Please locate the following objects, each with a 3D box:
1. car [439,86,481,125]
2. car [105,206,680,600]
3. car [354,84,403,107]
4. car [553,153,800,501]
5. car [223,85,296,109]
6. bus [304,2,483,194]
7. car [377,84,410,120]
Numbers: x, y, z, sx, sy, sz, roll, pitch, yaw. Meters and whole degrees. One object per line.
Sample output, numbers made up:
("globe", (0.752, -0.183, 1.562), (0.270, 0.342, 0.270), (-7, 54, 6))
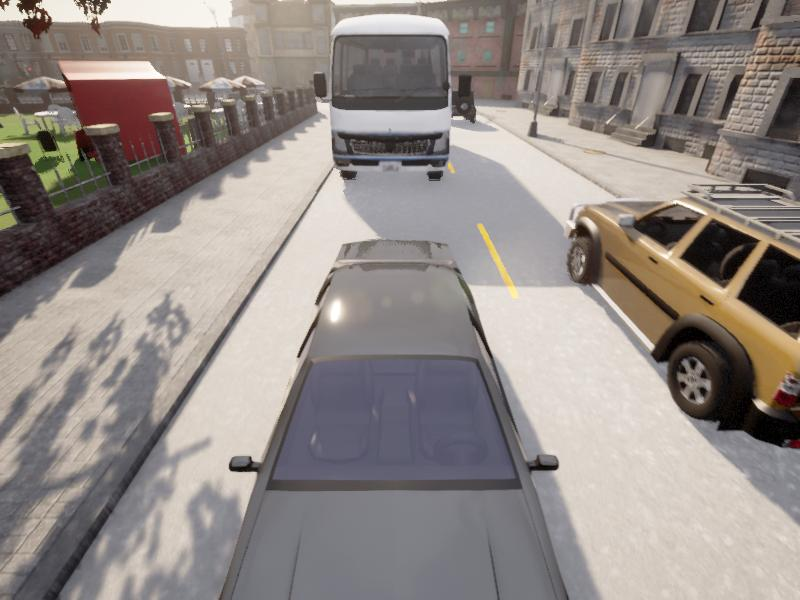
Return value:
("car", (3.639, -12.280, 25.126), (1.905, 1.878, 3.866), (-1, 30, -1))
("car", (-0.042, 0.688, 3.450), (2.033, 1.411, 5.357), (0, 30, -1))
("car", (-1.940, -18.286, 35.677), (3.988, 1.617, 1.851), (17, 34, 27))
("car", (3.736, -0.347, 4.733), (1.932, 1.855, 4.605), (0, 30, 0))
("car", (-11.626, -17.033, 33.494), (5.238, 1.638, 1.930), (1, 30, 1))
("bus", (-0.050, -7.331, 14.326), (3.944, 4.253, 10.273), (1, 30, 1))
("car", (-0.494, -13.694, 27.533), (1.905, 1.878, 3.866), (-3, 32, -5))
